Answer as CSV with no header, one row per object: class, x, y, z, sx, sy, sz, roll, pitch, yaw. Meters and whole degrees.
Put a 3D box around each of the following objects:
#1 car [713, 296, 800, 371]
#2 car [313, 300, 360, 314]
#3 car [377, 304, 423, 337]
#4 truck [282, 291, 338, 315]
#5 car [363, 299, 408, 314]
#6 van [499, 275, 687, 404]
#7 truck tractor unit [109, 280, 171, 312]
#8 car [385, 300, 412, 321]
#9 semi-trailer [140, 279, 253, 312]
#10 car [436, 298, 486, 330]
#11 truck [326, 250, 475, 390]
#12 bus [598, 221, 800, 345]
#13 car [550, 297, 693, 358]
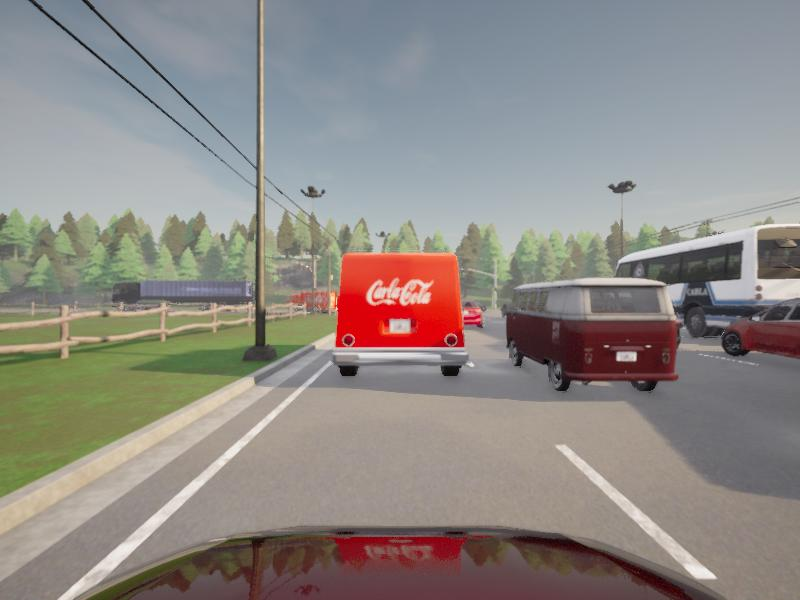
car,10.210,0.748,9.714,2.242,1.667,4.611,0,0,10
car,-7.273,0.786,45.943,5.008,1.535,1.882,0,-1,20
car,-0.015,0.892,19.484,1.994,1.385,4.181,0,0,0
truck,-9.640,0.319,43.108,5.204,2.467,2.627,0,0,15
car,-1.756,0.742,47.213,5.027,1.651,2.152,0,0,32
van,3.495,0.594,8.340,1.775,1.987,4.442,0,0,0
truck tractor unit,-35.699,-0.570,55.045,6.516,4.208,3.053,0,0,1
car,-0.207,0.803,31.847,2.007,1.525,4.514,0,0,-3
semi-trailer,-27.785,-0.661,55.016,14.254,4.402,2.717,0,0,0
car,3.483,0.739,23.739,2.242,1.667,4.611,0,0,0
truck,-0.005,0.350,9.643,2.627,2.467,5.204,0,0,0
bus,13.746,-0.552,18.818,3.944,4.253,10.273,0,0,1
car,6.971,0.747,13.347,2.242,1.667,4.611,0,0,0
